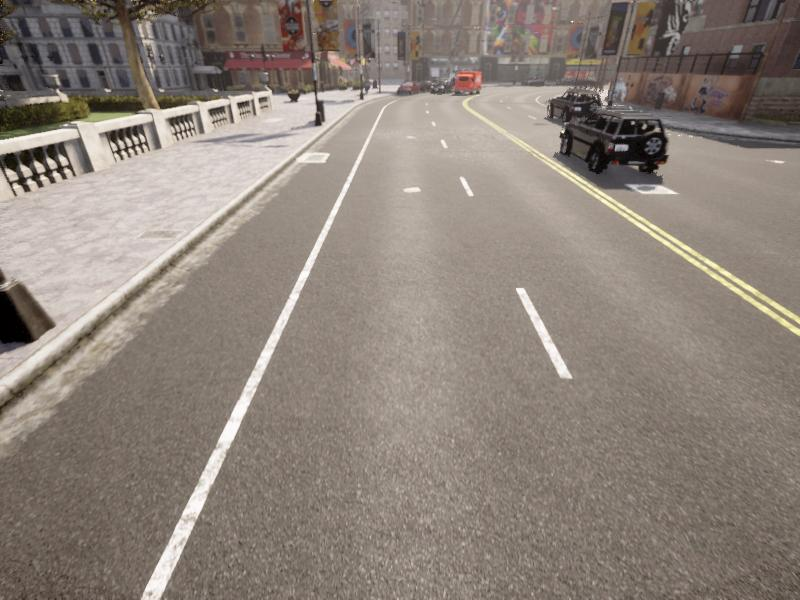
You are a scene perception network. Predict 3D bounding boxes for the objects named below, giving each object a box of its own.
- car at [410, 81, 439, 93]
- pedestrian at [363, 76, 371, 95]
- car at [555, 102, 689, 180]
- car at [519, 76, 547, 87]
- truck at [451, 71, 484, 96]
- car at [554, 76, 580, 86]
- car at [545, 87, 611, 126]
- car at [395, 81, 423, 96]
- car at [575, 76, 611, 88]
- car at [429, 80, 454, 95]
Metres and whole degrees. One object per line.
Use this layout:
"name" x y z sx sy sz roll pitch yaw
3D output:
"car" 3.312 -28.564 53.568 1.895 1.301 4.718 16 34 26
"pedestrian" -3.736 -24.405 45.554 0.751 1.860 0.751 5 31 8
"car" 7.220 -5.622 13.759 1.932 1.855 4.605 1 30 1
"car" 22.844 -37.431 68.591 4.514 1.525 2.007 -19 35 -29
"truck" 8.214 -26.416 48.738 2.627 2.467 5.204 11 32 19
"car" 29.904 -39.167 71.623 3.806 1.475 1.970 -12 32 -20
"car" 10.802 -12.069 24.788 1.932 1.855 4.605 0 30 0
"car" 1.109 -25.959 48.963 2.002 1.452 4.674 10 32 17
"car" 31.647 -35.836 65.680 5.238 1.638 1.930 -12 32 -20
"car" 5.279 -26.977 50.769 1.970 1.475 3.806 13 33 21
